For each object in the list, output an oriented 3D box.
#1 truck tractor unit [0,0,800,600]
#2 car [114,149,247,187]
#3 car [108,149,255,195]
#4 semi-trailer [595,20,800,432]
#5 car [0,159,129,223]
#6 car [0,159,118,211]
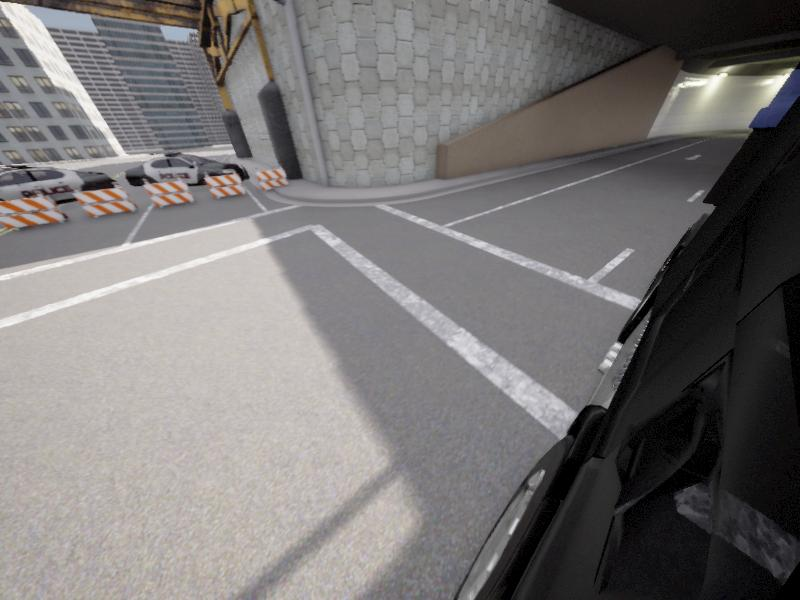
[{"bbox_3d":[2.645,-0.295,0.352,6.516,4.208,3.053,-28,44,-30],"label":"truck tractor unit"},{"bbox_3d":[-10.704,-6.693,11.647,4.536,1.218,1.853,-6,37,-4],"label":"car"},{"bbox_3d":[-10.647,-6.572,11.746,4.974,1.542,2.038,-6,37,-4],"label":"car"},{"bbox_3d":[8.870,-3.481,4.052,14.254,4.402,2.717,-26,43,-28],"label":"semi-trailer"},{"bbox_3d":[-14.574,-4.214,8.840,2.038,1.542,4.974,10,39,16],"label":"car"},{"bbox_3d":[-14.564,-4.370,8.785,1.853,1.218,4.536,10,39,16],"label":"car"}]
